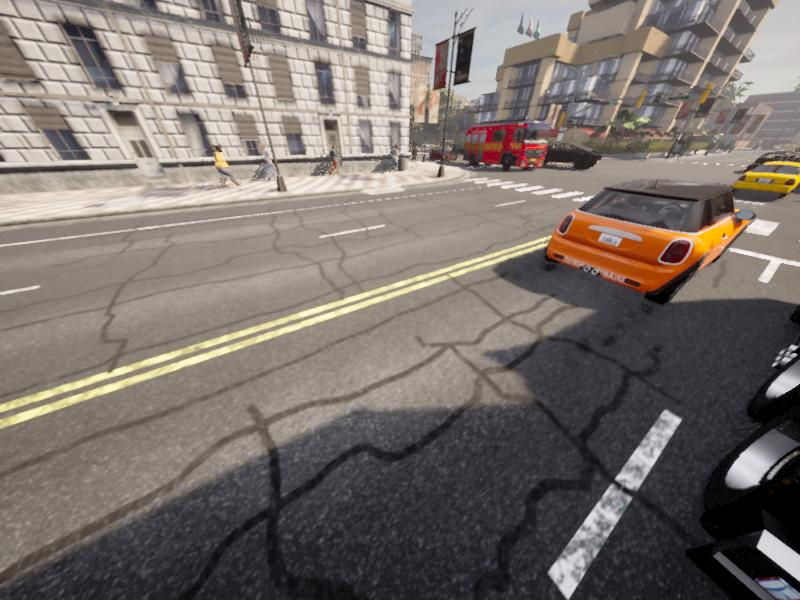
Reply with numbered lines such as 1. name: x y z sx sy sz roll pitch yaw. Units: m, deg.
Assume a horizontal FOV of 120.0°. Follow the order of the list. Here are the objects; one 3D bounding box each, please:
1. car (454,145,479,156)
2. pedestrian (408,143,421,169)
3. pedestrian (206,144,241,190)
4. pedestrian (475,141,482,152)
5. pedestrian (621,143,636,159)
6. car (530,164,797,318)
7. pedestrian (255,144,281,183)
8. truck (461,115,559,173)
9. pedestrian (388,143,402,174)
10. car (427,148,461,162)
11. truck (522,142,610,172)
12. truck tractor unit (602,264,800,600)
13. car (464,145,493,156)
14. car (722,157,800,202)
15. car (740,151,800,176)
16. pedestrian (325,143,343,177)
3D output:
1. car: 11.412 -25.944 40.020 1.789 1.549 3.705 -19 39 -26
2. pedestrian: 1.215 -12.566 20.132 0.751 1.860 0.751 -18 39 -25
3. pedestrian: -8.611 -6.483 11.306 0.751 1.860 0.751 -21 40 -28
4. pedestrian: 16.823 -32.794 49.333 0.751 1.860 0.751 -20 40 -27
5. pedestrian: 32.201 -21.071 32.622 0.751 1.860 0.751 21 40 27
6. car: 5.362 -1.635 4.828 4.553 1.767 2.097 -19 39 -25
7. pedestrian: -7.599 -7.865 13.301 0.751 1.860 0.751 -17 39 -24
8. truck: 9.815 -15.014 22.313 2.891 3.827 8.468 -12 37 -18
9. pedestrian: -0.362 -10.465 17.099 0.751 1.860 0.751 -16 38 -22
10. car: 5.633 -18.780 29.839 1.994 1.385 4.181 -18 39 -24
11. truck: 15.904 -14.166 22.656 2.390 2.098 6.274 -26 43 -33
12. truck tractor unit: 5.109 -0.303 0.780 6.516 4.208 3.053 -18 39 -24
13. car: 14.123 -27.203 41.905 1.837 1.490 4.892 -19 39 -26
14. car: 19.258 -6.351 11.911 5.366 1.575 1.801 -19 39 -26
15. car: 32.031 -11.532 19.446 3.988 1.617 1.851 -7 36 -10
16. pedestrian: -4.398 -9.387 15.515 0.751 1.860 0.751 -16 38 -22
